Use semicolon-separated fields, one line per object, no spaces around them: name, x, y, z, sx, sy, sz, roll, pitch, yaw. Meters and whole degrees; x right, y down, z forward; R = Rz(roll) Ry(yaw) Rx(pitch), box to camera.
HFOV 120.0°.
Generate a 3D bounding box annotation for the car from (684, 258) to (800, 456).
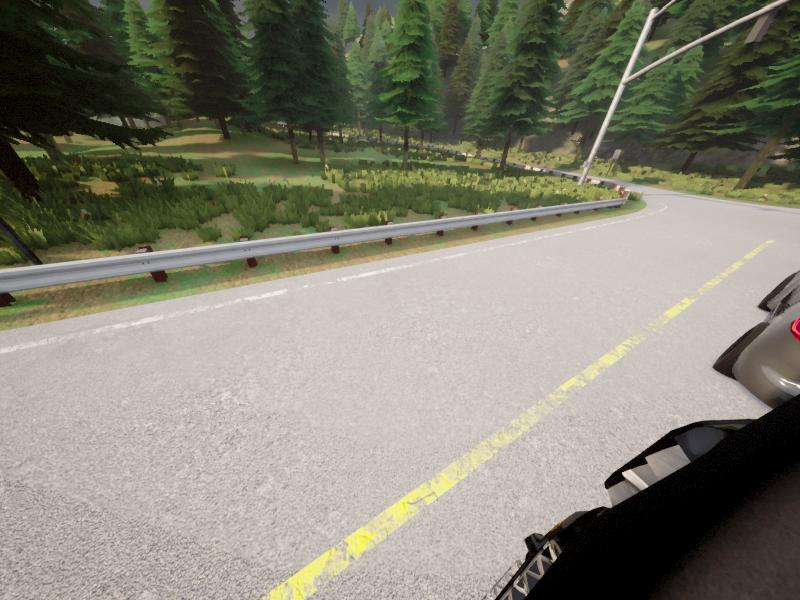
car;5.830;0.331;2.377;4.611;1.667;2.242;-16;38;-26
